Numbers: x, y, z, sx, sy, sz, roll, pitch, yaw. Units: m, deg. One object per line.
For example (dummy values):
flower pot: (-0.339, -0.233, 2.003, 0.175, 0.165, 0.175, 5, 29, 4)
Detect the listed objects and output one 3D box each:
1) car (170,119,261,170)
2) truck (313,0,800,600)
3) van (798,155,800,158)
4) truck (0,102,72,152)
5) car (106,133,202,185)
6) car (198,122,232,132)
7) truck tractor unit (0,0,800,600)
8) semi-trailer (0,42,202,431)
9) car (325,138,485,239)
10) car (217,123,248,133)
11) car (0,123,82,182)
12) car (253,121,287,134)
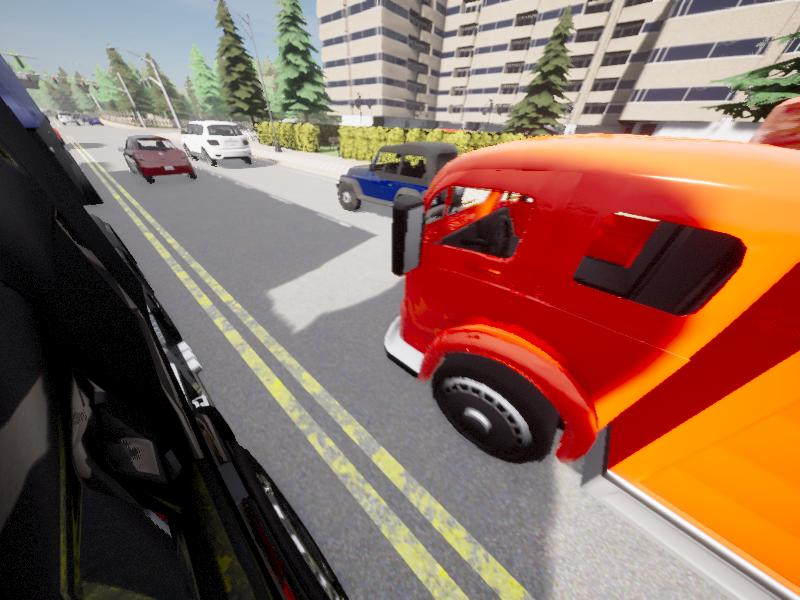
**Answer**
car: (-11.030, -9.368, 13.754, 5.566, 2.045, 2.150, 28, 44, 30)
truck: (2.427, 0.394, 1.218, 5.204, 2.467, 2.627, 28, 44, 30)
van: (92.529, -32.592, 51.058, 2.351, 2.431, 6.366, 28, 44, 30)
truck: (-25.867, -11.995, 15.967, 5.204, 2.467, 2.627, 28, 44, 30)
car: (-10.546, -6.160, 9.925, 3.633, 1.501, 1.845, 28, 44, 30)
car: (-38.029, -35.586, 47.536, 2.163, 1.488, 4.792, 28, 44, 30)
truck tractor unit: (-2.645, -0.295, 0.351, 6.516, 4.208, 3.053, 28, 44, 30)
semi-trailer: (-8.698, -3.607, 4.226, 14.254, 4.402, 2.717, 28, 44, 30)
car: (-0.023, -3.424, 6.634, 3.866, 1.878, 1.905, 27, 43, 31)
car: (-34.037, -35.086, 47.084, 2.007, 1.525, 4.514, 28, 43, 30)
car: (-15.844, -6.302, 9.670, 4.611, 1.667, 2.242, 28, 44, 30)
car: (-27.434, -36.498, 48.955, 2.150, 2.045, 5.566, 28, 43, 30)
